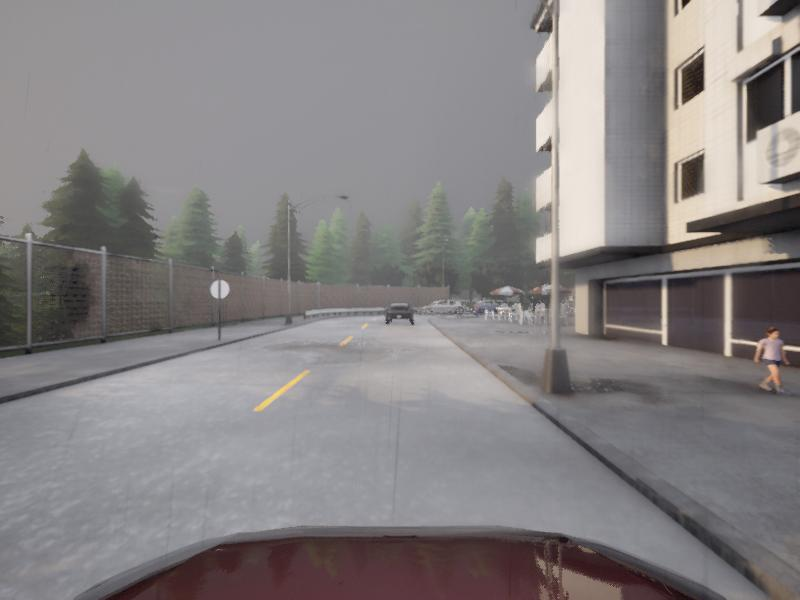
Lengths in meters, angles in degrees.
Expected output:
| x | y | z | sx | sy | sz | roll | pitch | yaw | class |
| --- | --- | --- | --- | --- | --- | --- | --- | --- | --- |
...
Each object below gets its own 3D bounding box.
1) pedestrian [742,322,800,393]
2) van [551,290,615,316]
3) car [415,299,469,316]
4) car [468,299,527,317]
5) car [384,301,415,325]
| x | y | z | sx | sy | sz | roll | pitch | yaw | class |
| --- | --- | --- | --- | --- | --- | --- | --- | --- | --- |
| 6.074 | 0.925 | 6.569 | 0.500 | 1.100 | 0.500 | 0 | 0 | 0 | pedestrian |
| 19.270 | 0.303 | 42.301 | 5.915 | 2.561 | 1.988 | -1 | 0 | 0 | van |
| 4.301 | 0.767 | 41.289 | 5.027 | 1.651 | 2.152 | 0 | 0 | -14 | car |
| 9.263 | 0.767 | 38.263 | 5.027 | 1.651 | 2.152 | 0 | 0 | -6 | car |
| 0.057 | 0.832 | 27.508 | 1.837 | 1.490 | 4.892 | 0 | -1 | 3 | car |
